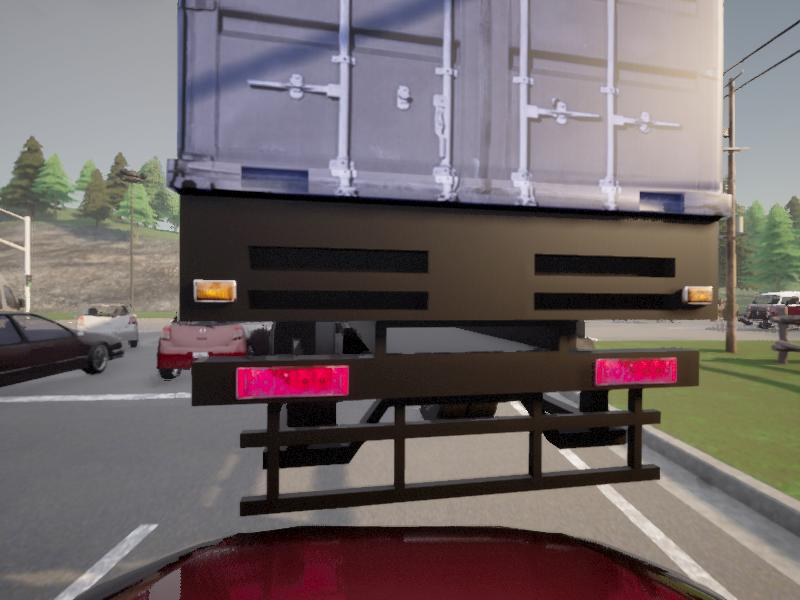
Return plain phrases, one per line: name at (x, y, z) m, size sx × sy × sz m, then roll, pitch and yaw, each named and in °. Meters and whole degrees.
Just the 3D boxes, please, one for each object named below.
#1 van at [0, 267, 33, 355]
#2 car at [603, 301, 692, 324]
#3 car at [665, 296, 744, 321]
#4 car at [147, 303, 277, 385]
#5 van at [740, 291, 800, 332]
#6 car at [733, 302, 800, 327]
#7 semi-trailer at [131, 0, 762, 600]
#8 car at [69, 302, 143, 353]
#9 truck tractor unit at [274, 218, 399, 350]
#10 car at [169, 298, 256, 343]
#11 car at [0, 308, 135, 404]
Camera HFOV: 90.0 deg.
van at (-12.562, 0.321, 11.203) m, size 1.988 × 2.561 × 5.915 m, roll 0°, pitch 0°, yaw -29°
car at (17.090, 0.821, 27.767) m, size 5.008 × 1.535 × 1.882 m, roll 0°, pitch 0°, yaw 0°
car at (23.639, 0.650, 31.185) m, size 4.605 × 1.855 × 1.932 m, roll 0°, pitch 0°, yaw 1°
car at (-4.083, 0.826, 9.360) m, size 1.845 × 1.501 × 3.633 m, roll 0°, pitch 0°, yaw -9°
van at (20.748, 0.568, 20.730) m, size 4.480 × 2.038 × 2.069 m, roll 0°, pitch 0°, yaw 1°
car at (23.026, 0.852, 24.193) m, size 4.193 × 1.474 × 1.816 m, roll 0°, pitch 0°, yaw 1°
semi-trailer at (-0.906, -0.620, 8.673) m, size 2.717 × 4.402 × 14.254 m, roll 0°, pitch 0°, yaw -11°
car at (-10.202, 0.827, 13.913) m, size 1.845 × 1.501 × 3.633 m, roll 0°, pitch 0°, yaw -37°
truck tractor unit at (-2.904, -0.522, 16.260) m, size 3.053 × 4.208 × 6.516 m, roll 0°, pitch 0°, yaw -28°
car at (-8.182, 0.757, 17.210) m, size 2.242 × 1.667 × 4.611 m, roll 0°, pitch 0°, yaw -40°
car at (-7.240, 0.894, 6.927) m, size 2.033 × 1.411 × 5.357 m, roll 0°, pitch 0°, yaw -4°
